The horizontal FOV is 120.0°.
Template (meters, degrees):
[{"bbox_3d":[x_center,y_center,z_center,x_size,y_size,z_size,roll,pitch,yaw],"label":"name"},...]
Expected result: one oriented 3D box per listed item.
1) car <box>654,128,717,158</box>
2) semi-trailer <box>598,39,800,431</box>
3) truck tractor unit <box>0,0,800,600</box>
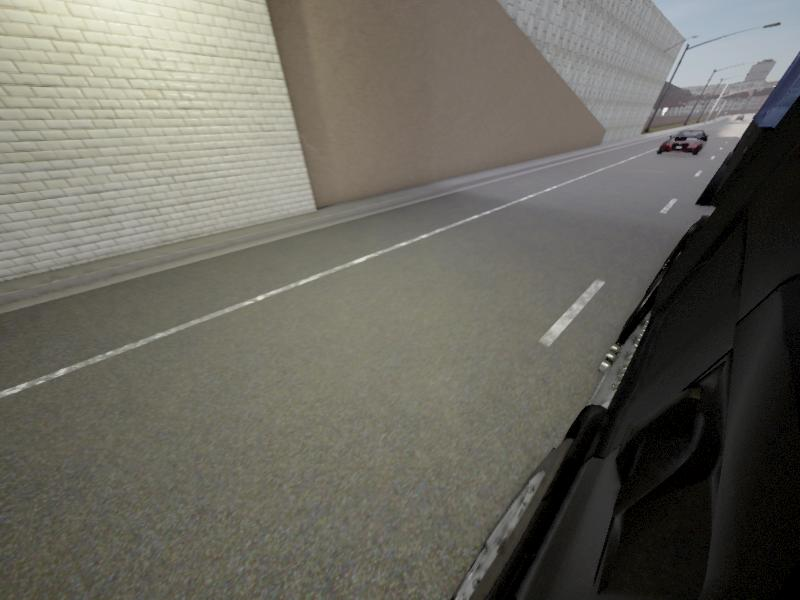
[{"bbox_3d":[19.876,-10.991,16.090,4.181,1.385,1.994,-28,44,-30],"label":"car"},{"bbox_3d":[8.696,-3.590,4.254,14.254,4.402,2.717,-28,44,-30],"label":"semi-trailer"},{"bbox_3d":[2.645,-0.295,0.352,6.516,4.208,3.053,-28,44,-30],"label":"truck tractor unit"}]
